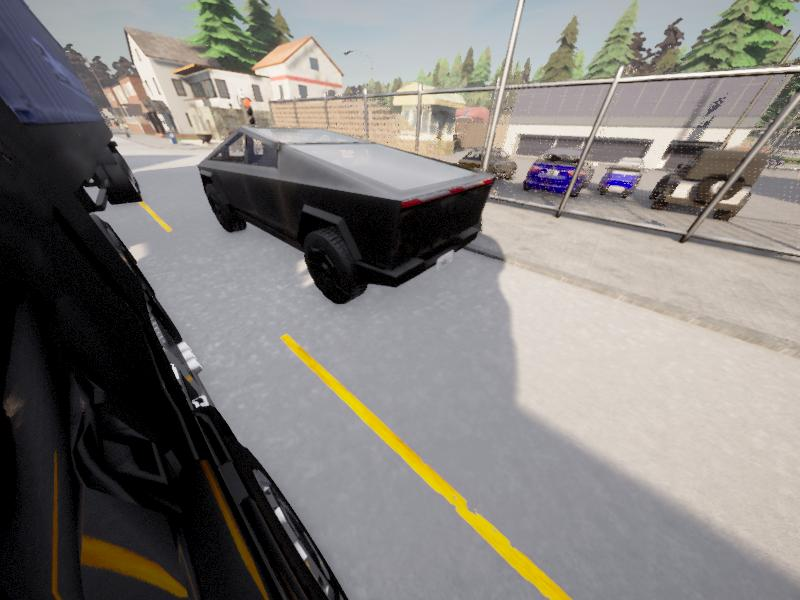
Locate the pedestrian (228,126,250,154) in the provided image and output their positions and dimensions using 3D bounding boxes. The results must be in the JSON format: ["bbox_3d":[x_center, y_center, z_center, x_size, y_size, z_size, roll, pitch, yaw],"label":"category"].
[{"bbox_3d":[-13.487,-13.362,19.340,0.751,1.860,0.751,29,44,31],"label":"pedestrian"}]

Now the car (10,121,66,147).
[{"bbox_3d":[-31.490,-14.552,20.218,5.238,1.638,1.930,28,43,30],"label":"car"}]

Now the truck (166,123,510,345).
[{"bbox_3d":[-1.717,-2.077,4.557,6.274,2.098,2.390,28,44,30],"label":"truck"}]

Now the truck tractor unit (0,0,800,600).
[{"bbox_3d":[-2.645,-0.295,0.352,6.516,4.208,3.053,28,44,30],"label":"truck tractor unit"}]

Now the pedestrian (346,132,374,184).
[{"bbox_3d":[-1.715,-6.167,10.069,0.751,1.860,0.751,24,42,26],"label":"pedestrian"}]

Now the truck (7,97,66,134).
[{"bbox_3d":[-53.216,-27.000,34.048,8.468,3.827,2.891,28,44,30],"label":"truck"}]

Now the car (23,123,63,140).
[{"bbox_3d":[-40.401,-19.180,26.229,4.181,1.385,1.994,28,44,30],"label":"car"}]

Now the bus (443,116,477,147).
[{"bbox_3d":[11.261,-32.882,45.056,3.944,4.253,10.273,2,37,0],"label":"bus"}]

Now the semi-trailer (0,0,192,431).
[{"bbox_3d":[-8.234,-3.863,4.665,2.717,4.402,14.254,-28,46,-34],"label":"semi-trailer"}]

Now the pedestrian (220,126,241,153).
[{"bbox_3d":[-14.748,-14.010,20.149,0.751,1.860,0.751,27,43,30],"label":"pedestrian"}]
